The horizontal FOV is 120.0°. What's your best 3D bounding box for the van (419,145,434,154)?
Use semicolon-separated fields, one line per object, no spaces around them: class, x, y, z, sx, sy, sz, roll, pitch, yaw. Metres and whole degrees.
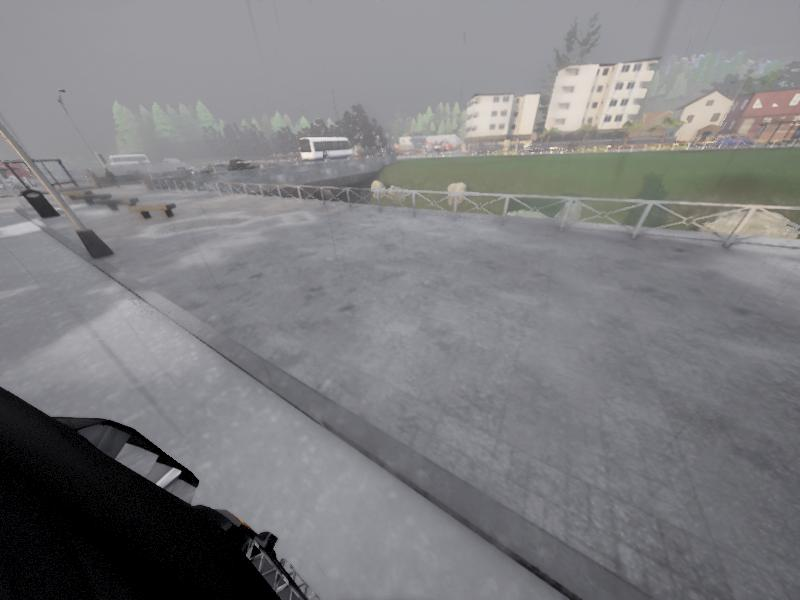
van;8.974;-51.079;78.426;2.351;2.431;6.366;16;38;27

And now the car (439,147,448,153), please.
car;15.416;-52.591;80.989;1.789;1.549;3.705;16;38;27

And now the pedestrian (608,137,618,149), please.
pedestrian;42.260;-31.135;45.843;0.751;1.860;0.751;22;41;33

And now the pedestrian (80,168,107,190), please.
pedestrian;-30.014;-11.866;22.638;0.751;1.860;0.751;21;40;32

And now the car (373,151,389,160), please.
car;-4.346;-33.583;53.799;1.789;1.549;3.705;16;38;27

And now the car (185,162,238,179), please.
car;-25.343;-17.543;31.223;2.128;1.511;4.902;17;38;27

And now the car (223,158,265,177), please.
car;-20.752;-17.835;30.956;1.905;1.878;3.866;16;38;26

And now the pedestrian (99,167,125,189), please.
pedestrian;-27.843;-11.795;22.357;0.751;1.860;0.751;21;40;32

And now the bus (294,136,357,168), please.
bus;-12.903;-26.682;41.591;3.944;4.253;10.273;17;39;27

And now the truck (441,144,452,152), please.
truck;18.493;-60.254;91.529;2.627;2.467;5.204;16;38;27

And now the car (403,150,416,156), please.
car;2.796;-44.636;70.190;1.895;1.301;4.718;16;38;27

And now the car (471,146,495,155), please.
car;19.093;-34.405;53.218;4.892;1.490;1.837;17;38;27

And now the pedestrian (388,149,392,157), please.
pedestrian;-3.018;-42.899;67.289;0.751;1.860;0.751;-22;38;-27

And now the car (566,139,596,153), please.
car;32.855;-28.053;42.134;3.866;1.878;1.905;16;38;27

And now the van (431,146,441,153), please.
van;13.189;-54.957;84.328;2.069;2.038;4.480;16;38;27

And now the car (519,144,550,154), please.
car;28.252;-31.762;48.571;5.357;1.411;2.033;16;38;27

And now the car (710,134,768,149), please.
car;49.245;-23.101;33.699;4.193;1.474;1.816;16;38;27
